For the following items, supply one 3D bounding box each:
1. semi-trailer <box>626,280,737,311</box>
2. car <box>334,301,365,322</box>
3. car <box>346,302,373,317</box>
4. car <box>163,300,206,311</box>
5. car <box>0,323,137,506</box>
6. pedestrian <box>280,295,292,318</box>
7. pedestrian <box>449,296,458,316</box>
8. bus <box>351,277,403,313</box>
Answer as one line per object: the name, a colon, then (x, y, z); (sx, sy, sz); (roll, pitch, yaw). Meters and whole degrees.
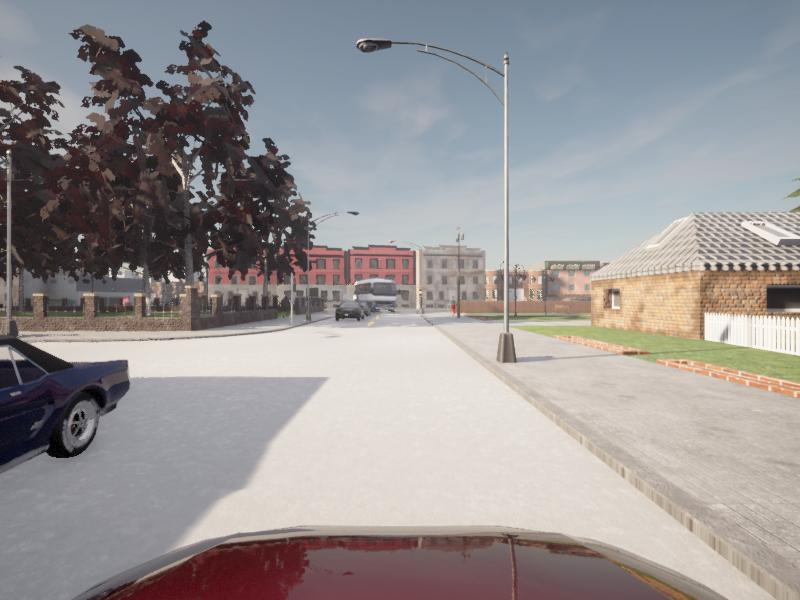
semi-trailer: (40.876, -0.620, 58.357); (14.254, 4.402, 2.717); (0, 0, 0)
car: (-3.937, 0.823, 32.015); (1.882, 1.535, 5.008); (0, 0, 0)
car: (-3.869, 0.895, 39.441); (2.033, 1.411, 5.357); (0, 0, 1)
car: (-31.379, 0.771, 58.373); (5.238, 1.638, 1.930); (0, 0, 0)
car: (-3.996, 0.944, 2.665); (1.895, 1.301, 4.718); (0, 0, -8)
pedestrian: (-9.212, 0.534, 32.397); (0.751, 1.860, 0.751); (0, 0, 0)
pedestrian: (4.905, 0.533, 36.402); (0.751, 1.860, 0.751); (0, 0, 12)
bus: (-3.236, -0.530, 52.129); (3.944, 4.253, 10.273); (1, 0, -19)
